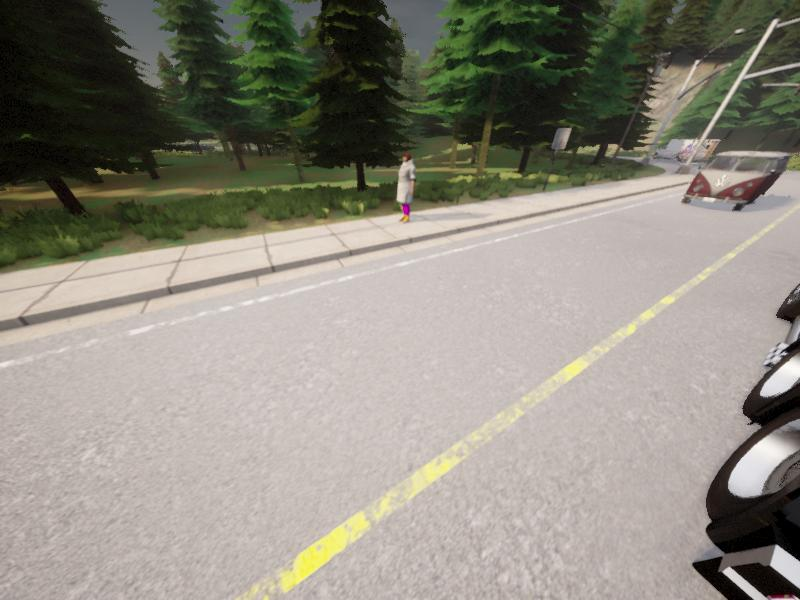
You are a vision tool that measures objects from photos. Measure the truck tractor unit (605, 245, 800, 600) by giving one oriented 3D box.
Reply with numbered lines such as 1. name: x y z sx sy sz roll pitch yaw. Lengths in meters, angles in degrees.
1. truck tractor unit: 5.077 -0.333 0.827 6.516 4.208 3.053 -20 40 -26

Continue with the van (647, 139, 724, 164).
1. van: 36.990 -19.678 30.421 2.351 2.431 6.366 3 35 4

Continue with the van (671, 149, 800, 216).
1. van: 13.800 -4.967 9.505 4.442 1.987 1.775 -18 39 -25

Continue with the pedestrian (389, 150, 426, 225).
1. pedestrian: 0.190 -3.274 6.768 0.751 1.860 0.751 -14 37 -20
